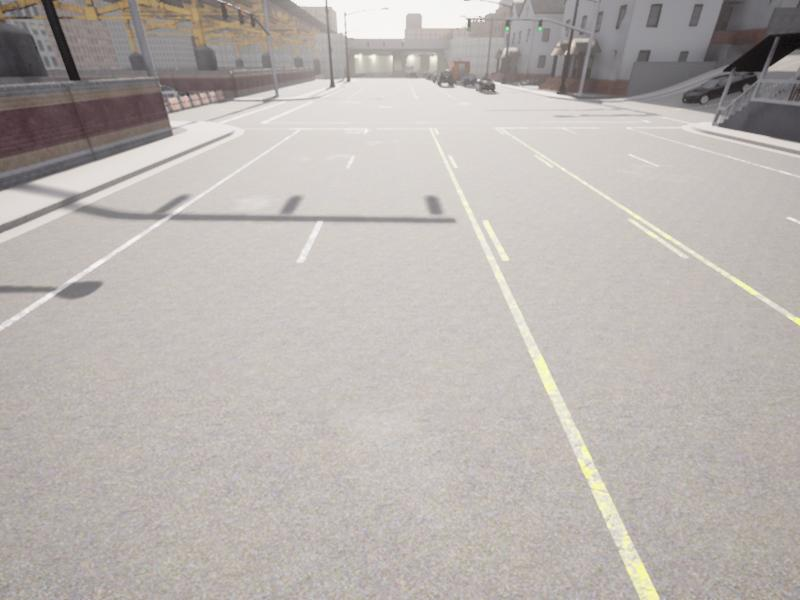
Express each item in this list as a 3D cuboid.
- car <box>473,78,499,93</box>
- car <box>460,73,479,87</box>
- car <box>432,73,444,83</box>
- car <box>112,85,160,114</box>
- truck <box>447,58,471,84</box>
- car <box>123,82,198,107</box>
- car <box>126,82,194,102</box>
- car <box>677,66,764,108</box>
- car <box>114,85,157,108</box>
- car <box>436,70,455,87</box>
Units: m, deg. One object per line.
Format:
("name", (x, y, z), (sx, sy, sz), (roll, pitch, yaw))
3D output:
("car", (10.504, -26.514, 49.398), (2.033, 1.411, 5.357), (0, 31, 0))
("car", (10.512, -33.553, 60.915), (2.097, 1.767, 4.553), (0, 31, 0))
("car", (7.016, -41.202, 74.155), (1.837, 1.490, 4.892), (0, 31, 0))
("car", (-19.440, -14.815, 29.425), (2.038, 1.542, 4.974), (-21, 36, -31))
("truck", (10.520, -41.315, 72.054), (2.891, 3.827, 8.468), (0, 31, 0))
("car", (-20.229, -17.546, 34.045), (2.038, 1.542, 4.974), (15, 34, 24))
("car", (-20.254, -17.658, 33.926), (1.853, 1.218, 4.536), (15, 34, 24))
("car", (25.129, -16.790, 31.529), (5.008, 1.535, 1.882), (-14, 30, 7))
("car", (-19.472, -14.972, 29.381), (1.853, 1.218, 4.536), (-21, 36, -31))
("car", (7.019, -34.633, 62.499), (2.150, 2.045, 5.566), (0, 31, 0))
